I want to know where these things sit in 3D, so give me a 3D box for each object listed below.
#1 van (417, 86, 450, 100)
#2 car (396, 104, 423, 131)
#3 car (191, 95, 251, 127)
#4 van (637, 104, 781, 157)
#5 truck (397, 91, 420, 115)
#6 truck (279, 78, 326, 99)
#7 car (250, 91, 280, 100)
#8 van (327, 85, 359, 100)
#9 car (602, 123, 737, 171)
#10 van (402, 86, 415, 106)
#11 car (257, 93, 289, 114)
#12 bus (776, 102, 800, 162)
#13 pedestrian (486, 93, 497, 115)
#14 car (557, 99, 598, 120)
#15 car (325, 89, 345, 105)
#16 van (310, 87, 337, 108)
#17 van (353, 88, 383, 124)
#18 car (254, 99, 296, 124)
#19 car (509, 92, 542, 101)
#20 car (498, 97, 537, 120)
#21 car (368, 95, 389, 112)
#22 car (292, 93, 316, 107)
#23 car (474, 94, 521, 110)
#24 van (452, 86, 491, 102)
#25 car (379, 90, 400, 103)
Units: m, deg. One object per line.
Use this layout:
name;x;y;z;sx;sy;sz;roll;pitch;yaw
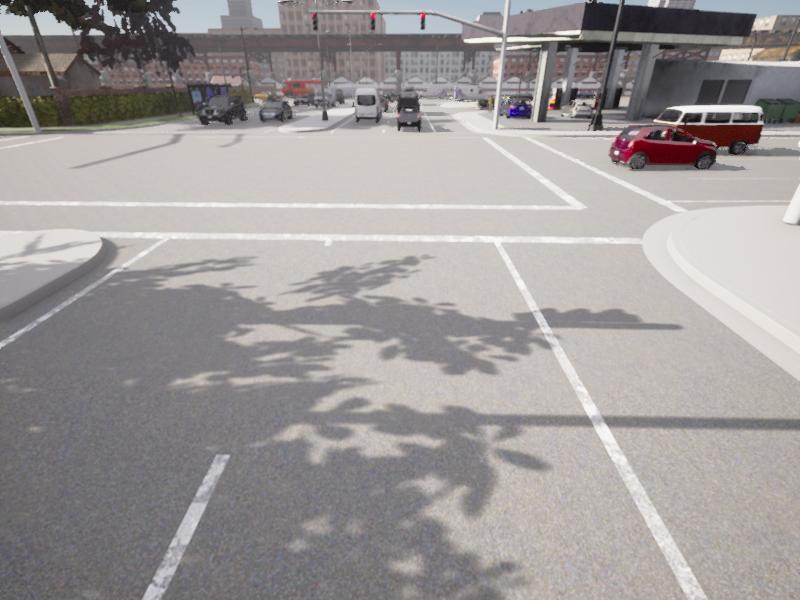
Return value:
van;6.549;-41.244;79.632;6.366;2.431;2.351;1;28;1
car;0.662;-13.121;28.727;1.845;1.501;3.633;0;29;1
car;-14.304;-15.399;32.420;2.150;2.045;5.566;0;28;0
van;14.026;-7.856;18.454;4.480;2.038;2.069;0;28;-1
truck;0.925;-21.865;44.252;2.390;2.098;6.274;1;28;1
truck;-20.071;-43.762;82.873;8.468;3.827;2.891;1;28;1
car;-27.116;-41.147;80.467;5.366;1.575;1.801;1;28;1
van;-11.302;-41.466;79.929;5.915;2.561;1.988;1;28;1
car;10.208;-5.928;15.437;3.633;1.501;1.845;0;28;0
van;1.278;-31.033;60.705;1.988;2.561;5.915;0;28;1
car;-14.082;-21.932;44.640;1.932;1.855;4.605;1;29;1
bus;21.779;-7.225;14.943;10.273;4.253;3.944;0;28;0
pedestrian;8.880;-19.021;38.871;0.751;1.860;0.751;4;29;8
car;16.273;-17.607;36.906;1.970;1.475;3.806;1;28;1
car;-10.184;-32.142;63.296;2.150;2.045;5.566;0;28;1
van;-10.358;-27.866;55.006;2.351;2.431;6.366;0;28;1
van;-2.687;-17.099;35.012;1.988;2.561;5.915;0;29;1
car;-10.733;-16.472;34.830;2.033;1.649;4.856;0;29;1
car;22.987;-37.309;73.414;5.357;1.411;2.033;1;28;1
car;10.516;-17.425;36.246;2.242;1.667;4.611;1;28;1
car;-2.505;-23.545;47.863;2.152;1.651;5.027;1;29;1
car;-13.787;-28.837;57.666;2.152;1.651;5.027;0;28;1
car;12.241;-24.855;50.225;5.238;1.638;1.930;-8;30;-14
van;12.426;-36.185;70.287;6.366;2.431;2.351;1;28;1
car;-1.819;-35.611;69.942;2.097;1.767;4.553;9;30;17
